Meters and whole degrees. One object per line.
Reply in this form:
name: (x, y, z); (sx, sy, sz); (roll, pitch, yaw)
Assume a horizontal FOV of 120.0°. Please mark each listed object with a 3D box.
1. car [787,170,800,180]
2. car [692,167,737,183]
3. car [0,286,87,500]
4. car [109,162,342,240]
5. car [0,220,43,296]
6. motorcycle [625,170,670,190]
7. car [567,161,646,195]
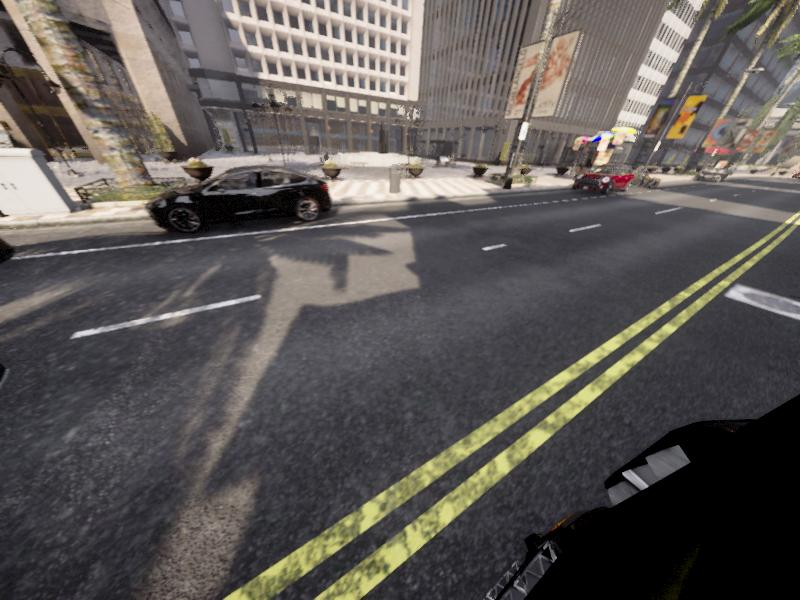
car: (74.606, -22.826, 42.310); (5.008, 1.535, 1.882); (-7, 35, -14)
car: (39.931, -15.907, 29.318); (4.892, 1.521, 2.231); (-16, 38, -26)
car: (-5.032, 1.166, 0.325); (4.856, 1.649, 2.033); (-16, 38, -26)
car: (-4.527, -3.207, 7.010); (4.792, 1.488, 2.163); (-16, 38, -26)
car: (-8.280, -0.125, 2.082); (4.974, 1.542, 2.038); (-16, 38, -26)
motorcycle: (20.995, -10.201, 19.635); (2.356, 1.277, 0.764); (2, 34, -2)
car: (14.584, -8.672, 16.352); (4.553, 1.767, 2.185); (-16, 38, -26)
